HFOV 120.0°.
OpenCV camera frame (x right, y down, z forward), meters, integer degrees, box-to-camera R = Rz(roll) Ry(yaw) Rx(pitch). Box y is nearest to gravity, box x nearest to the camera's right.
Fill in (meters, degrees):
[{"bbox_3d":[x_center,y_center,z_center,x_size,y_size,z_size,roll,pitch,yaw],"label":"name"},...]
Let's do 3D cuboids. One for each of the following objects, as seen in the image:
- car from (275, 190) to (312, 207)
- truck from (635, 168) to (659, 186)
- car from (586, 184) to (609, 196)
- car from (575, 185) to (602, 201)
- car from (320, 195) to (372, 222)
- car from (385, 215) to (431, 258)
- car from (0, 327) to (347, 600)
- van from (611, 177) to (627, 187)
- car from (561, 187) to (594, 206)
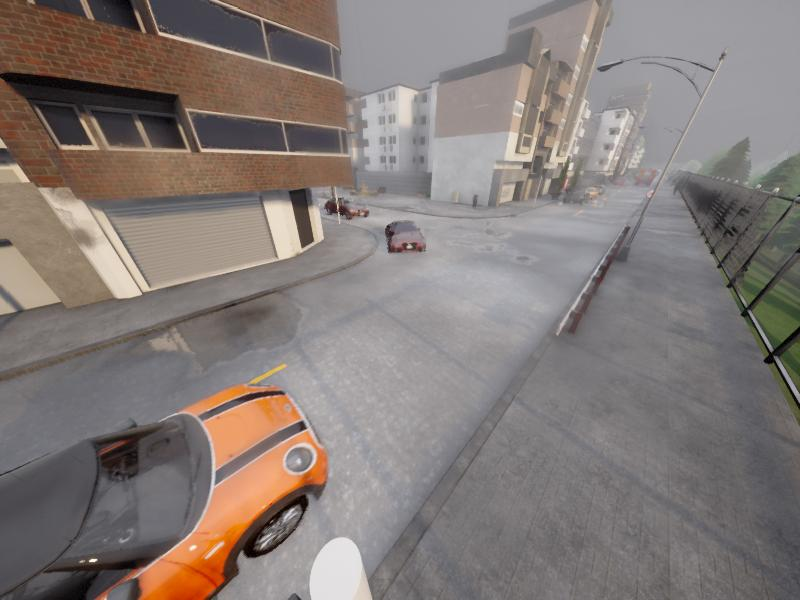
[{"bbox_3d":[-13.364,-12.712,28.838,5.357,1.411,2.033,27,39,38],"label":"car"},{"bbox_3d":[64.806,-32.442,60.572,8.468,3.827,2.891,-27,39,-38],"label":"truck"},{"bbox_3d":[32.706,-18.205,38.270,1.970,1.475,3.806,27,39,38],"label":"car"},{"bbox_3d":[27.818,-15.809,34.016,5.366,1.575,1.801,-27,39,-38],"label":"car"},{"bbox_3d":[-5.079,-8.672,21.611,5.027,1.651,2.152,27,39,38],"label":"car"},{"bbox_3d":[0.273,-3.857,13.525,1.994,1.385,4.181,-3,30,-6],"label":"car"},{"bbox_3d":[-3.150,2.398,2.267,4.553,1.767,2.097,-27,39,-38],"label":"car"},{"bbox_3d":[52.053,-28.099,54.895,4.442,1.987,1.775,-27,39,-38],"label":"van"},{"bbox_3d":[22.786,-13.386,29.605,4.553,1.767,2.097,-27,39,-38],"label":"car"}]
